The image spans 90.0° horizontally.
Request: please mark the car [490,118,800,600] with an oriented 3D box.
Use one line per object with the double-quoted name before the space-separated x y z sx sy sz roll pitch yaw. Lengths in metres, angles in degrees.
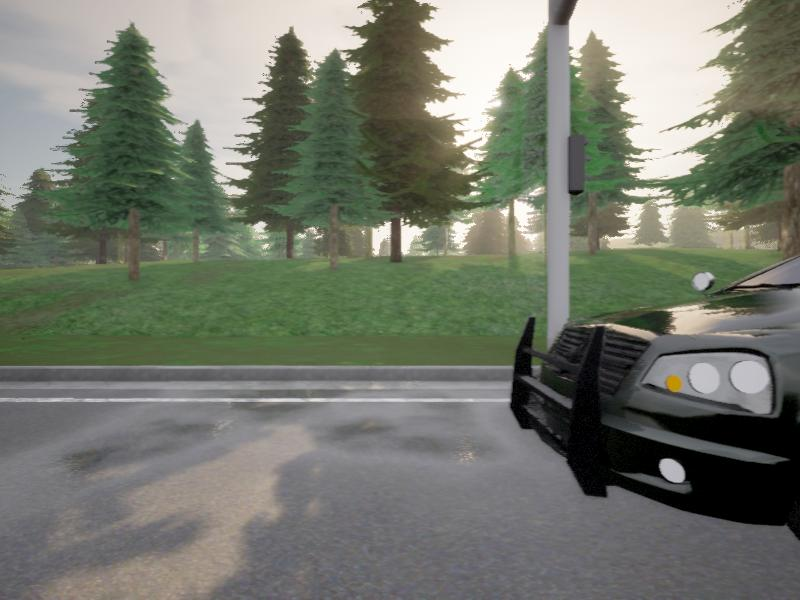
"car" 3.215 0.227 2.204 4.974 1.542 2.038 0 0 0
